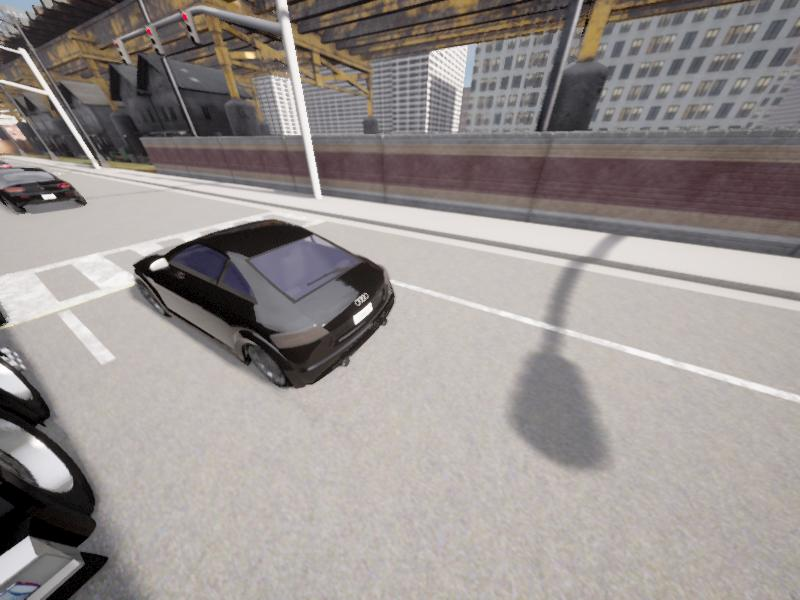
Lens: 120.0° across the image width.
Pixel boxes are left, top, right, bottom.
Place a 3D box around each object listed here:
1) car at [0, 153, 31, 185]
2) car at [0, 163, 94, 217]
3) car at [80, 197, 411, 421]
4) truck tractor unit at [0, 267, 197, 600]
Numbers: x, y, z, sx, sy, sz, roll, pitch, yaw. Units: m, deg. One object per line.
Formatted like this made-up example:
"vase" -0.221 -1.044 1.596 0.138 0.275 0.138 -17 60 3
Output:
"car" -27.656 -8.773 15.366 4.611 1.667 2.242 18 38 24
"car" -15.464 -4.747 9.706 4.674 1.442 1.812 18 38 24
"car" -2.175 -0.433 3.494 4.181 1.385 1.994 18 38 24
"truck tractor unit" -5.112 -0.299 0.783 6.516 4.208 3.053 18 38 24
